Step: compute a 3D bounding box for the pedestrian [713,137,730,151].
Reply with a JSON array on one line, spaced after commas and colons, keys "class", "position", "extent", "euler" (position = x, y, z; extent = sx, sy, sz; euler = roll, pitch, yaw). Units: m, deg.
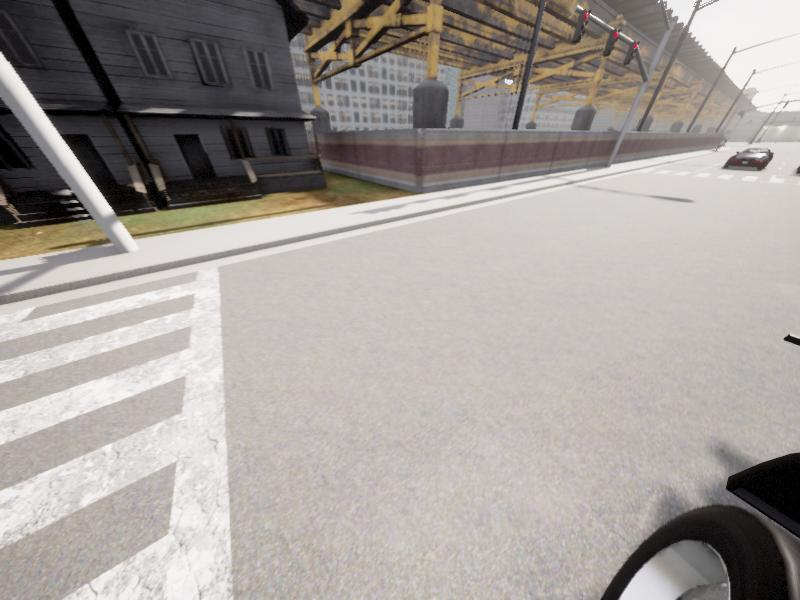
[{"class": "pedestrian", "position": [50.421, -24.508, 36.239], "extent": [0.751, 1.860, 0.751], "euler": [-20, 40, -25]}]

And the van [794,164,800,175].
[{"class": "van", "position": [30.208, -10.226, 15.911], "extent": [5.915, 2.561, 1.988], "euler": [-22, 41, -28]}]

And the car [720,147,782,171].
[{"class": "car", "position": [28.488, -11.497, 18.742], "extent": [4.181, 1.385, 1.994], "euler": [-21, 40, -27]}]
